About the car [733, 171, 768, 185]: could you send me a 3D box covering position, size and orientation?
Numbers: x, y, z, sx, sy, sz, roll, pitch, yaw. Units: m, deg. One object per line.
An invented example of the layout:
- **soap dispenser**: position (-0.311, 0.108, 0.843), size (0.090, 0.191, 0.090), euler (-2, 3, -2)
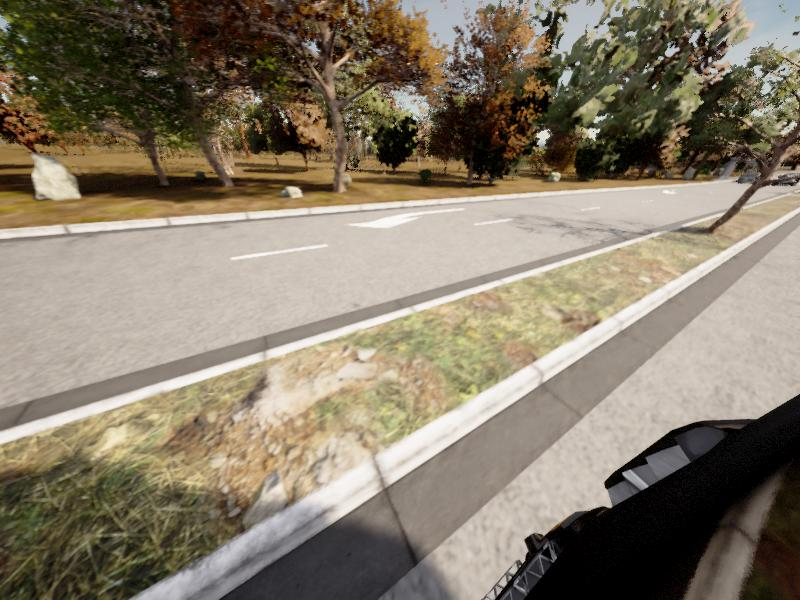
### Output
- **car**: position (50.444, -17.614, 33.259), size (3.705, 1.549, 1.789), euler (-16, 38, -26)

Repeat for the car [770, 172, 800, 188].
- **car**: position (54.449, -16.864, 32.364), size (3.988, 1.617, 1.851), euler (-16, 38, -25)
